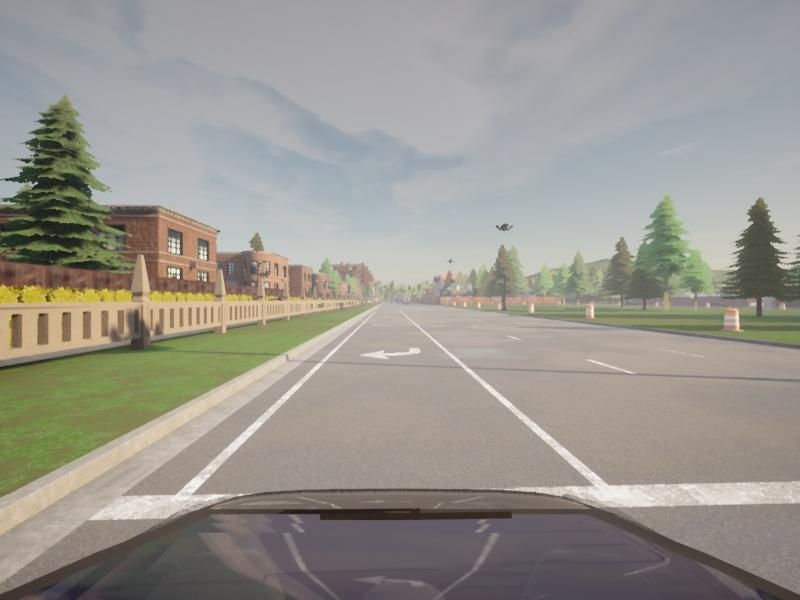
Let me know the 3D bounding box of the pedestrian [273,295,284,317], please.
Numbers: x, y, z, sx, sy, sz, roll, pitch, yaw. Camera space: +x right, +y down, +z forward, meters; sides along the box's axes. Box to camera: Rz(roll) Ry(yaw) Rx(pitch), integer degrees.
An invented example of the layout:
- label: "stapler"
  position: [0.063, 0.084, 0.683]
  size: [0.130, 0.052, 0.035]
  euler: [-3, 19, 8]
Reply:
- label: "pedestrian"
  position: [-10.123, 0.486, 33.458]
  size: [0.751, 1.860, 0.751]
  euler: [0, 0, -7]

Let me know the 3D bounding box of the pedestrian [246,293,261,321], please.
- label: "pedestrian"
  position: [-9.842, 0.486, 26.938]
  size: [0.751, 1.860, 0.751]
  euler: [0, 0, 0]
